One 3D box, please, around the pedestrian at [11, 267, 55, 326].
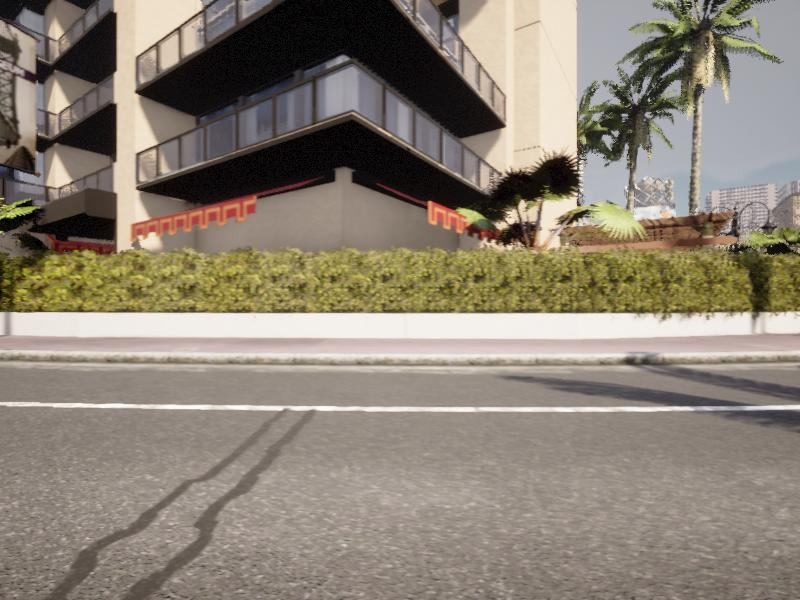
[{"bbox_3d":[-11.997,-0.110,13.081,0.751,1.860,0.751,0,0,7],"label":"pedestrian"}]
